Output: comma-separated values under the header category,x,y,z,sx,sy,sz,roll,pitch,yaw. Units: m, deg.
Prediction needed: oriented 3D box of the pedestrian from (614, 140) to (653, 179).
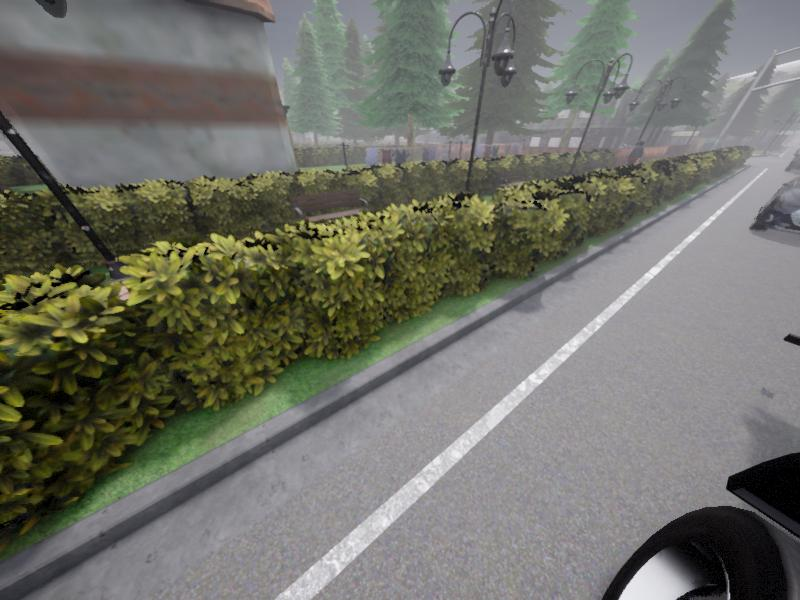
category,x,y,z,sx,sy,sz,roll,pitch,yaw
pedestrian,13.736,-8.269,13.613,0.751,1.860,0.751,-21,40,-27

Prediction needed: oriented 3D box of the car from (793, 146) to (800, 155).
category,x,y,z,sx,sy,sz,roll,pitch,yaw
car,56.178,-20.878,31.597,5.366,1.575,1.801,-22,41,-28

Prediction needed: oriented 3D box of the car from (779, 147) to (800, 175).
category,x,y,z,sx,sy,sz,roll,pitch,yaw
car,29.978,-10.099,16.687,4.902,1.511,2.128,-22,41,-28

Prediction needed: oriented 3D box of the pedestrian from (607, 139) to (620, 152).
category,x,y,z,sx,sy,sz,roll,pitch,yaw
pedestrian,37.213,-26.987,40.262,0.751,1.860,0.751,-5,35,-7

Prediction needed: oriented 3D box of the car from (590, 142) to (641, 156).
category,x,y,z,sx,sy,sz,roll,pitch,yaw
car,32.973,-23.274,35.523,1.930,1.638,5.238,-19,39,-24

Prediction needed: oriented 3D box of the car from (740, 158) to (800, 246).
category,x,y,z,sx,sy,sz,roll,pitch,yaw
car,11.976,-2.798,6.370,4.856,1.649,2.033,-22,41,-28
